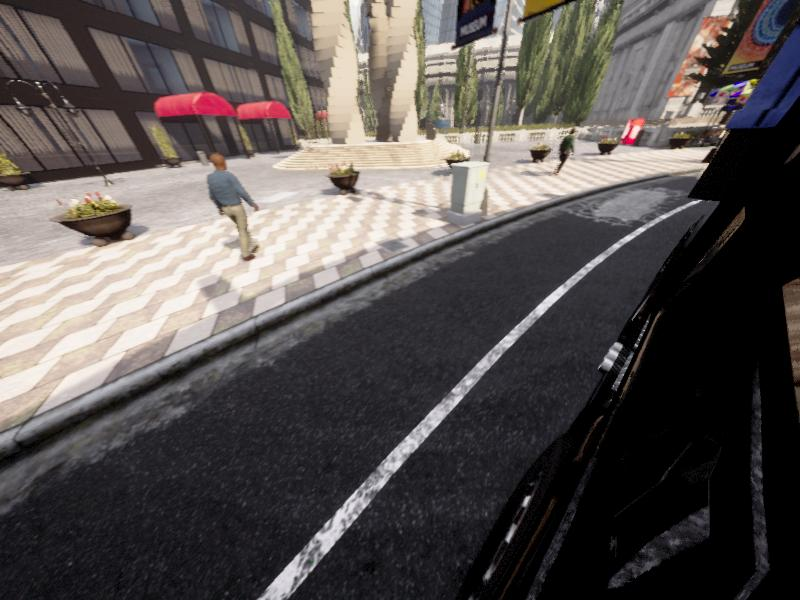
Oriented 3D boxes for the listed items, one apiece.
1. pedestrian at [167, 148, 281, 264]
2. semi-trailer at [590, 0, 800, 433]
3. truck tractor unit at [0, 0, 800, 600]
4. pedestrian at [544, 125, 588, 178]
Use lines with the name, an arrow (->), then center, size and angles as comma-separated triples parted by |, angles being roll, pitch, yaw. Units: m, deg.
pedestrian -> -3.096, -1.688, 4.319 | 0.751, 1.860, 0.751 | 1, 36, 5
semi-trailer -> 9.270, -3.130, 3.577 | 14.254, 4.402, 2.717 | -21, 40, -23
truck tractor unit -> 2.645, -0.295, 0.351 | 6.516, 4.208, 3.053 | -28, 44, -30
pedestrian -> 7.298, -6.551, 10.241 | 0.751, 1.860, 0.751 | -18, 39, -19
